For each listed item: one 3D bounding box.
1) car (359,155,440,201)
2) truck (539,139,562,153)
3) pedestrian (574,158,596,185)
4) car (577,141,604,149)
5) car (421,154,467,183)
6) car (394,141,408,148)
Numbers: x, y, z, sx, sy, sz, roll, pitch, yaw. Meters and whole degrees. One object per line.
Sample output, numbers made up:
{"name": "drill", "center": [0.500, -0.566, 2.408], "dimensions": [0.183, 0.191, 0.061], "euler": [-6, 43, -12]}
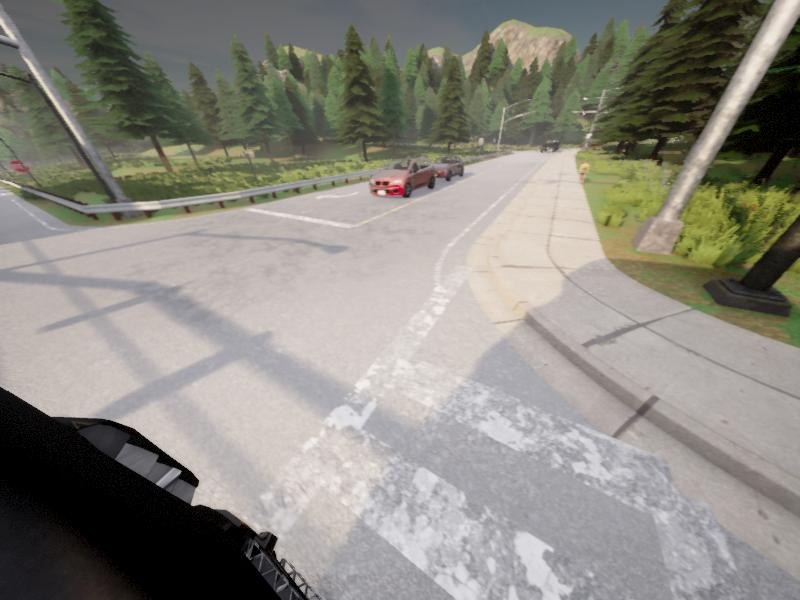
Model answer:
{"name": "car", "center": [0.227, -6.819, 12.669], "dimensions": [2.242, 1.667, 4.611], "euler": [16, 38, 27]}
{"name": "truck", "center": [29.836, -30.459, 45.609], "dimensions": [2.390, 2.098, 6.274], "euler": [21, 41, 32]}
{"name": "pedestrian", "center": [9.226, -6.425, 11.568], "dimensions": [0.500, 1.100, 0.500], "euler": [15, 37, 24]}
{"name": "car", "center": [43.144, -35.136, 52.334], "dimensions": [4.718, 1.301, 1.895], "euler": [-9, 34, -9]}
{"name": "car", "center": [3.339, -9.750, 17.023], "dimensions": [1.816, 1.474, 4.193], "euler": [16, 38, 26]}
{"name": "car", "center": [0.334, -46.976, 69.759], "dimensions": [3.988, 1.617, 1.851], "euler": [-5, 33, -12]}
